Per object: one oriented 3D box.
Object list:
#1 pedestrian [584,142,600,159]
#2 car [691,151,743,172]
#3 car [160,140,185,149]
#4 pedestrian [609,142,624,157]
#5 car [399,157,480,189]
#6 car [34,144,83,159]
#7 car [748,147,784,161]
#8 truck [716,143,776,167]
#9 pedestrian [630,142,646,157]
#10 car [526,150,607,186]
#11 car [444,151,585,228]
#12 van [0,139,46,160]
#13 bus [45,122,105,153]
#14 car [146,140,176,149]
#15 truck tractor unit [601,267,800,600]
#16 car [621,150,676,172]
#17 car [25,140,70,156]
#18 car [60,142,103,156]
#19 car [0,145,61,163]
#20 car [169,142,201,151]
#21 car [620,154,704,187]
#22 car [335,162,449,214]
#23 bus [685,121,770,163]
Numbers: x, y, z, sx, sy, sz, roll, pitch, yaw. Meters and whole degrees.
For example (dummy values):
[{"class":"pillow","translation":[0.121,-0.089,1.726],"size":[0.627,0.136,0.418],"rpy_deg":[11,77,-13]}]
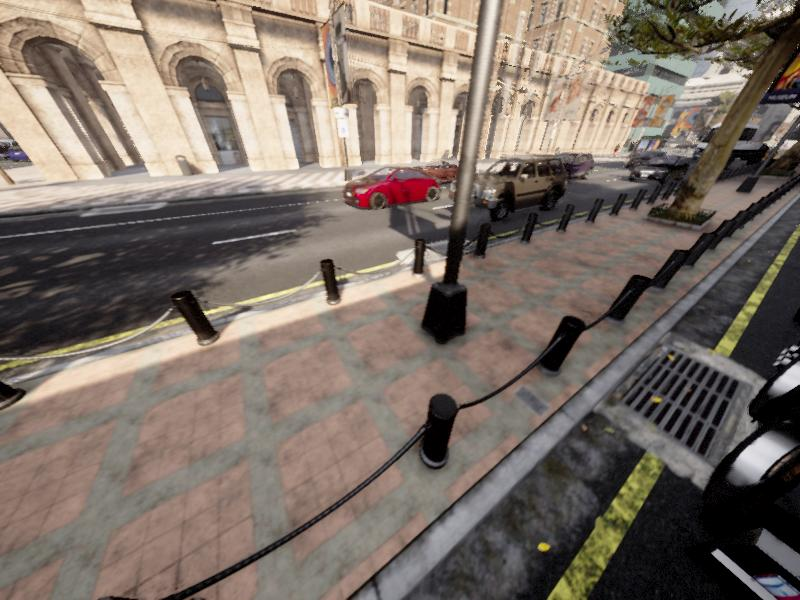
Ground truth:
[{"class":"pedestrian","translation":[25.604,-19.870,30.787],"size":[0.751,1.860,0.751],"rpy_deg":[-16,38,-22]},{"class":"car","translation":[29.223,-12.828,21.316],"size":[3.633,1.501,1.845],"rpy_deg":[-19,39,-26]},{"class":"car","translation":[-57.804,-39.722,58.838],"size":[3.866,1.878,1.905],"rpy_deg":[-19,39,-25]},{"class":"pedestrian","translation":[32.383,-22.490,34.605],"size":[0.751,1.860,0.751],"rpy_deg":[-16,38,-22]},{"class":"car","translation":[2.451,-7.951,14.280],"size":[4.718,1.301,1.895],"rpy_deg":[-19,39,-26]},{"class":"car","translation":[-45.407,-19.966,30.906],"size":[2.007,1.525,4.514],"rpy_deg":[-19,39,-25]},{"class":"car","translation":[52.703,-21.022,33.230],"size":[5.366,1.575,1.801],"rpy_deg":[-19,39,-26]},{"class":"truck","translation":[39.618,-16.680,26.434],"size":[6.274,2.098,2.390],"rpy_deg":[-19,39,-26]},{"class":"pedestrian","translation":[36.526,-23.097,35.512],"size":[0.751,1.860,0.751],"rpy_deg":[-14,37,-20]},{"class":"car","translation":[11.100,-8.915,15.450],"size":[4.856,1.649,2.033],"rpy_deg":[-20,40,-25]},{"class":"car","translation":[4.110,-4.235,8.456],"size":[4.605,1.855,1.932],"rpy_deg":[-20,40,-25]},{"class":"van","translation":[-48.315,-19.072,29.150],"size":[2.069,2.038,4.480],"rpy_deg":[-19,39,-25]},{"class":"bus","translation":[-59.242,-29.857,42.584],"size":[3.944,4.253,10.273],"rpy_deg":[-28,44,-34]},{"class":"car","translation":[-57.343,-37.416,55.529],"size":[4.605,1.855,1.932],"rpy_deg":[-29,45,-35]},{"class":"truck tractor unit","translation":[5.114,-0.298,0.771],"size":[6.516,4.208,3.053],"rpy_deg":[-18,39,-24]},{"class":"car","translation":[23.350,-13.119,21.715],"size":[4.892,1.490,1.837],"rpy_deg":[-19,39,-26]},{"class":"car","translation":[-52.140,-22.608,34.319],"size":[1.905,1.878,3.866],"rpy_deg":[-19,39,-25]},{"class":"car","translation":[-49.052,-23.408,35.728],"size":[2.152,1.651,5.027],"rpy_deg":[-19,39,-25]},{"class":"car","translation":[-41.921,-16.663,26.237],"size":[2.163,1.488,4.792],"rpy_deg":[-19,39,-25]},{"class":"car","translation":[-49.268,-35.262,52.979],"size":[5.027,1.651,2.152],"rpy_deg":[-29,44,-35]},{"class":"car","translation":[17.260,-8.656,15.243],"size":[4.902,1.511,2.128],"rpy_deg":[-19,39,-26]},{"class":"car","translation":[-0.273,-4.845,9.746],"size":[4.181,1.385,1.994],"rpy_deg":[-19,39,-26]},{"class":"bus","translation":[45.130,-21.738,31.854],"size":[10.273,4.253,3.944],"rpy_deg":[-19,39,-26]}]
